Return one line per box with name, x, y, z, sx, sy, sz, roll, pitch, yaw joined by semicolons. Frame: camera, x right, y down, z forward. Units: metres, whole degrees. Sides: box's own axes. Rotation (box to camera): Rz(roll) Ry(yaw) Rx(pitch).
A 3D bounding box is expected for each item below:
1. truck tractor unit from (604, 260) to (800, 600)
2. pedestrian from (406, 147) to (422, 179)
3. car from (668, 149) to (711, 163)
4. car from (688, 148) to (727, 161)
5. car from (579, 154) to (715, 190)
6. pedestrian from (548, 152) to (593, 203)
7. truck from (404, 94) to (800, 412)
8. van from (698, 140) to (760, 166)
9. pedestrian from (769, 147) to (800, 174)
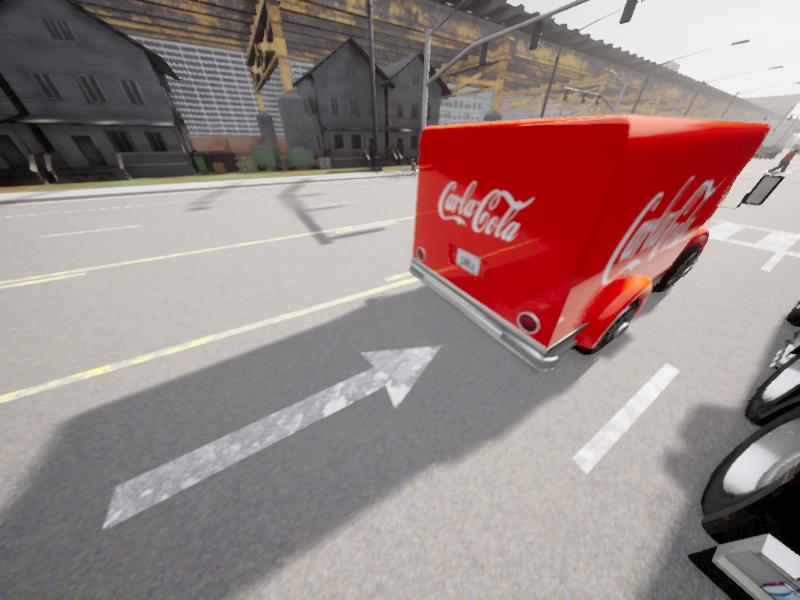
truck tractor unit;5.106;-0.307;0.796;6.516;4.208;3.053;-18;39;-25
pedestrian;0.972;-9.567;16.106;0.751;1.860;0.751;-24;41;-30
car;38.506;-19.207;30.731;5.357;1.411;2.033;-18;39;-24
car;45.053;-21.331;33.840;5.357;1.411;2.033;-18;39;-24
car;14.142;-7.566;13.569;5.238;1.638;1.930;0;35;0
pedestrian;7.393;-5.346;10.084;0.751;1.860;0.751;-21;40;-27
truck;2.986;-1.243;3.661;5.204;2.467;2.627;-18;39;-24
van;38.951;-17.471;27.332;6.366;2.431;2.351;-18;39;-24
pedestrian;32.991;-11.859;19.663;0.751;1.860;0.751;-14;37;-19
